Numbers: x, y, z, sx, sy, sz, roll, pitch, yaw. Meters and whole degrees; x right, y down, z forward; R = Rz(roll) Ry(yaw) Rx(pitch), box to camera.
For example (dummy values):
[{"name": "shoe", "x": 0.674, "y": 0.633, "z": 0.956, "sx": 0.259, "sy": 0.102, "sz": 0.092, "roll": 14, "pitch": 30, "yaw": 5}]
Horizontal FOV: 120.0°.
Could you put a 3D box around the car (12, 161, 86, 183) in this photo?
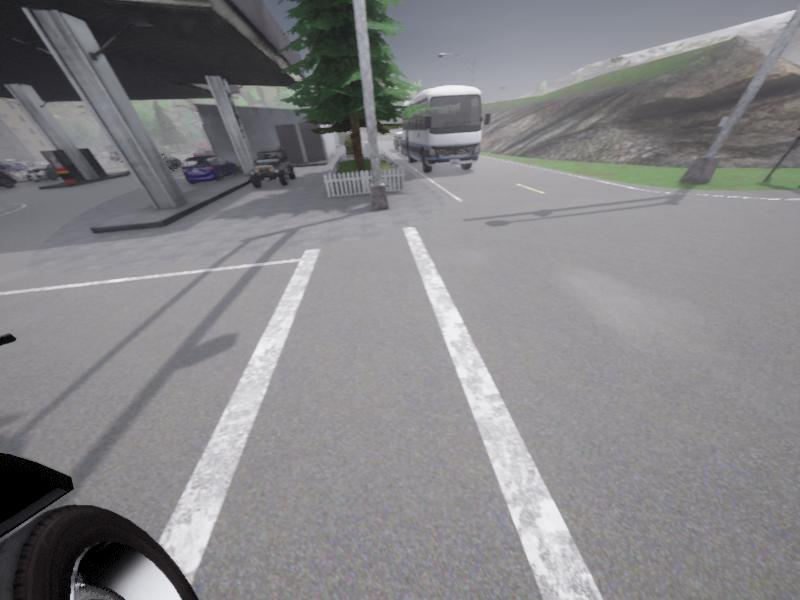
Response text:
[{"name": "car", "x": -36.197, "y": -13.371, "z": 24.037, "sx": 1.970, "sy": 1.475, "sz": 3.806, "roll": -7, "pitch": 37, "yaw": -5}]

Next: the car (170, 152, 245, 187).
[{"name": "car", "x": -14.205, "y": -9.989, "z": 17.489, "sx": 2.242, "sy": 1.667, "sz": 4.611, "roll": -8, "pitch": 37, "yaw": -5}]

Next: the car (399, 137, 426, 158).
[{"name": "car", "x": 1.285, "y": -16.477, "z": 24.834, "sx": 2.007, "sy": 1.525, "sz": 4.514, "roll": -7, "pitch": 37, "yaw": -5}]

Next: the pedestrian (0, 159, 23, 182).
[{"name": "pedestrian", "x": -40.430, "y": -13.254, "z": 23.639, "sx": 0.751, "sy": 1.860, "sz": 0.751, "roll": -8, "pitch": 37, "yaw": -5}]

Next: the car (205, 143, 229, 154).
[{"name": "car", "x": -41.388, "y": -34.311, "z": 52.362, "sx": 2.097, "sy": 1.767, "sz": 4.553, "roll": -7, "pitch": 37, "yaw": -4}]

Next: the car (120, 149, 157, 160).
[{"name": "car", "x": -53.521, "y": -29.751, "z": 47.295, "sx": 4.514, "sy": 1.523, "sz": 2.007, "roll": -8, "pitch": 37, "yaw": -5}]

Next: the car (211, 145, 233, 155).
[{"name": "car", "x": -37.090, "y": -31.289, "z": 48.187, "sx": 1.816, "sy": 1.474, "sz": 4.193, "roll": -7, "pitch": 37, "yaw": -5}]

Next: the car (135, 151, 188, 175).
[{"name": "car", "x": -25.181, "y": -14.667, "z": 24.635, "sx": 2.242, "sy": 1.667, "sz": 4.611, "roll": -16, "pitch": 38, "yaw": -16}]

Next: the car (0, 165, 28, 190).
[{"name": "car", "x": -35.279, "y": -9.735, "z": 18.945, "sx": 2.033, "sy": 1.649, "sz": 4.856, "roll": -7, "pitch": 37, "yaw": -5}]

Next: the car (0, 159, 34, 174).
[{"name": "car", "x": -58.776, "y": -20.009, "z": 34.643, "sx": 3.633, "sy": 1.501, "sz": 1.845, "roll": -8, "pitch": 37, "yaw": -5}]

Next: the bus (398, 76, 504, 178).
[{"name": "bus", "x": 2.618, "y": -12.246, "z": 16.746, "sx": 3.944, "sy": 4.253, "sz": 10.273, "roll": -7, "pitch": 37, "yaw": -5}]

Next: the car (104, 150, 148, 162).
[{"name": "car", "x": -52.995, "y": -27.933, "z": 44.792, "sx": 5.027, "sy": 1.636, "sz": 2.152, "roll": -8, "pitch": 37, "yaw": -5}]

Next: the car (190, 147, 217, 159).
[{"name": "car", "x": -36.040, "y": -27.061, "z": 42.503, "sx": 1.994, "sy": 1.385, "sz": 4.181, "roll": -8, "pitch": 37, "yaw": -5}]

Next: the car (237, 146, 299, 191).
[{"name": "car", "x": -7.969, "y": -8.341, "z": 14.440, "sx": 1.905, "sy": 1.878, "sz": 3.866, "roll": -8, "pitch": 37, "yaw": -5}]

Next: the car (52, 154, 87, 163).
[{"name": "car", "x": -83.903, "y": -36.061, "z": 58.755, "sx": 4.792, "sy": 1.488, "sz": 2.163, "roll": -8, "pitch": 37, "yaw": -6}]
